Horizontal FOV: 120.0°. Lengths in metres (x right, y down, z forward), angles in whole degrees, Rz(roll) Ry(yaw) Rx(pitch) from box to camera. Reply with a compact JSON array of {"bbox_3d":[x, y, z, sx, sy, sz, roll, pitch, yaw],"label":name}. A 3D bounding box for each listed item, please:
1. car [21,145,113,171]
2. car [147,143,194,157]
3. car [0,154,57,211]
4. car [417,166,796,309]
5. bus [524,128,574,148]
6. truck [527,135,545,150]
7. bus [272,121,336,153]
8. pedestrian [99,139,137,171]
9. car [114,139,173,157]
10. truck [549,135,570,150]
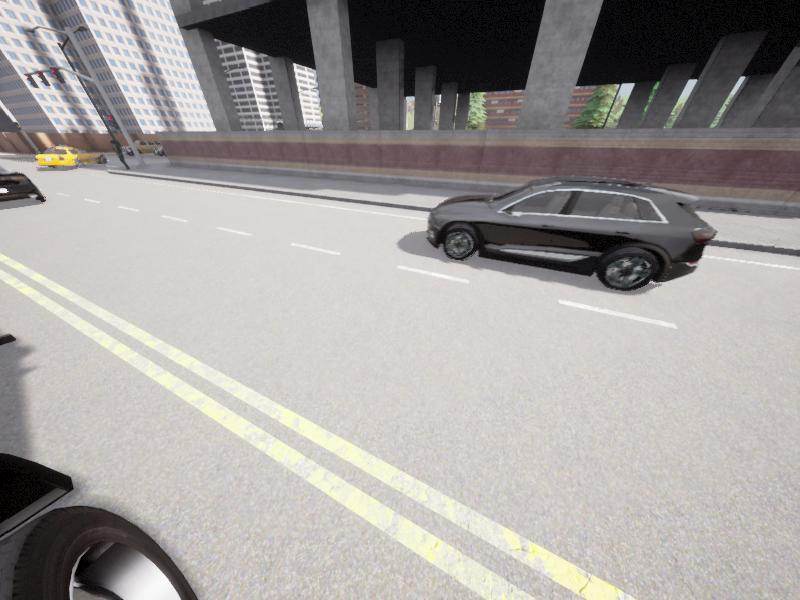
[{"bbox_3d":[-27.784,-12.192,19.638,1.801,1.575,5.366,-11,37,-17],"label":"car"},{"bbox_3d":[-30.676,-20.188,31.034,1.970,1.475,3.806,15,38,20],"label":"car"},{"bbox_3d":[-16.748,-4.745,9.104,5.238,1.638,1.930,15,38,20],"label":"car"},{"bbox_3d":[3.027,-1.658,4.858,4.856,1.649,2.033,15,38,20],"label":"car"},{"bbox_3d":[39.928,-43.885,62.579,10.273,4.253,3.944,15,38,20],"label":"bus"},{"bbox_3d":[29.396,-34.101,49.940,2.615,2.467,5.204,15,38,20],"label":"truck"},{"bbox_3d":[-16.665,-29.172,41.429,3.944,4.253,10.273,15,38,20],"label":"bus"},{"bbox_3d":[-20.307,-10.486,16.716,0.751,1.860,0.751,-10,36,-14],"label":"pedestrian"},{"bbox_3d":[-34.390,-20.514,31.125,1.932,1.855,4.605,17,38,22],"label":"car"},{"bbox_3d":[33.308,-33.045,48.468,2.615,2.467,5.204,15,38,20],"label":"truck"}]
